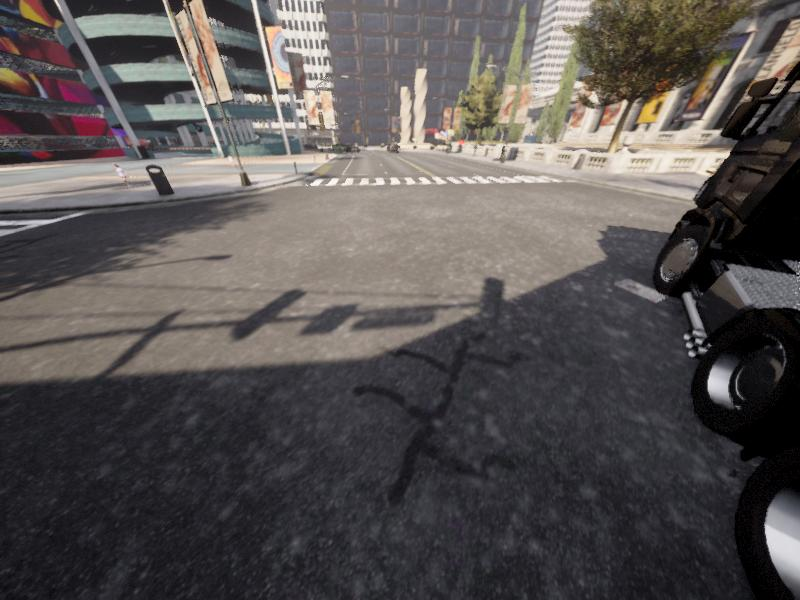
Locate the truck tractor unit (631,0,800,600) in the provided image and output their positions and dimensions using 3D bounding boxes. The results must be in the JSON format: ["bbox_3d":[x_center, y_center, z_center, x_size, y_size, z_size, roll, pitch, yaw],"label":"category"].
[{"bbox_3d":[4.600,-0.635,1.248,3.053,4.208,6.516,23,41,29],"label":"truck tractor unit"}]

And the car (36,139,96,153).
[{"bbox_3d":[-58.184,-26.908,40.384,5.566,2.045,2.435,-4,35,-6],"label":"car"}]

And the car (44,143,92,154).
[{"bbox_3d":[-58.243,-26.582,40.601,4.514,1.523,2.007,-4,35,-6],"label":"car"}]

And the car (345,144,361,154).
[{"bbox_3d":[-9.178,-29.395,44.955,1.789,1.549,3.705,-17,38,-24],"label":"car"}]

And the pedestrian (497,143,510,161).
[{"bbox_3d":[12.547,-17.962,28.005,0.751,1.860,0.751,-1,35,-1],"label":"pedestrian"}]

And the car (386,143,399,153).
[{"bbox_3d":[-1.585,-31.844,48.468,1.851,1.617,3.988,-7,35,-10],"label":"car"}]

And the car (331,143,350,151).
[{"bbox_3d":[-14.319,-36.478,55.160,4.514,1.525,2.007,28,43,34],"label":"car"}]

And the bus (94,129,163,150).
[{"bbox_3d":[-69.298,-41.216,59.347,10.273,4.253,3.944,-4,35,-6],"label":"bus"}]

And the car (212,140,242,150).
[{"bbox_3d":[-44.550,-39.933,59.554,5.566,2.045,2.150,-2,35,-3],"label":"car"}]

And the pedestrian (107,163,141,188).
[{"bbox_3d":[-14.241,-6.424,11.937,0.500,1.100,0.500,2,35,3],"label":"pedestrian"}]

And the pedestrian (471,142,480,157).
[{"bbox_3d":[11.010,-21.950,33.742,0.751,1.860,0.751,-4,35,-6],"label":"pedestrian"}]
